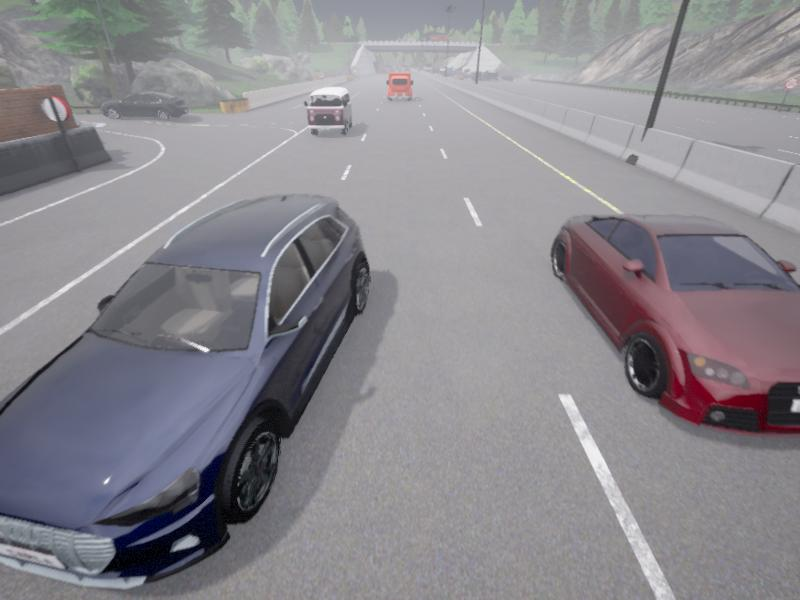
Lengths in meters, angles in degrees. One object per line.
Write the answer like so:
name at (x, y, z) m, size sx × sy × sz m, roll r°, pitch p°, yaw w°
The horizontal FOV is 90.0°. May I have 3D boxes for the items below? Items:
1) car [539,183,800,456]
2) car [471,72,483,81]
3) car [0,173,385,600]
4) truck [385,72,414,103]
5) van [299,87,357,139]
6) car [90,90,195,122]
car at (3.497, -0.247, 5.055) m, size 1.994 × 1.385 × 4.181 m, roll 0°, pitch 30°, yaw 0°
car at (17.446, -50.801, 90.867) m, size 1.905 × 1.878 × 3.866 m, roll 0°, pitch 30°, yaw 0°
car at (-1.709, 0.067, 4.264) m, size 2.033 × 1.649 × 4.856 m, roll 6°, pitch 30°, yaw 9°
truck at (-0.023, -20.955, 39.318) m, size 2.627 × 2.467 × 5.204 m, roll 0°, pitch 30°, yaw 0°
van at (-3.511, -9.668, 20.478) m, size 2.069 × 2.038 × 4.480 m, roll 0°, pitch 30°, yaw 0°
car at (-15.630, -11.909, 24.511) m, size 4.892 × 1.490 × 1.837 m, roll 1°, pitch 31°, yaw -1°
